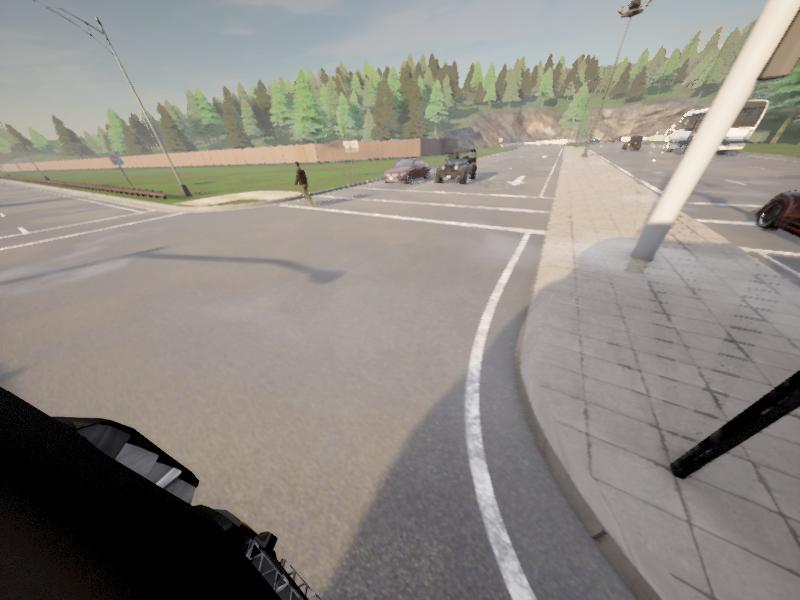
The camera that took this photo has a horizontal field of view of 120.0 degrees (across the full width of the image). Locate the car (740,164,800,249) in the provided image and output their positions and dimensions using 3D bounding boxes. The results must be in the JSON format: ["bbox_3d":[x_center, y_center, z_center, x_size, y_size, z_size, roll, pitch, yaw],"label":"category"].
[{"bbox_3d":[9.529,-1.570,4.325,1.994,1.385,4.181,16,38,26],"label":"car"}]

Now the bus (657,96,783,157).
[{"bbox_3d":[33.153,-18.323,25.032,3.944,4.253,10.273,16,38,26],"label":"bus"}]

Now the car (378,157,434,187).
[{"bbox_3d":[0.595,-9.222,16.452,1.812,1.442,4.674,16,38,26],"label":"car"}]

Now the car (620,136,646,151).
[{"bbox_3d":[37.745,-25.431,37.481,1.905,1.878,3.866,16,38,26],"label":"car"}]

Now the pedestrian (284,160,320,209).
[{"bbox_3d":[-4.283,-5.093,10.240,0.751,1.860,0.751,4,34,10],"label":"pedestrian"}]

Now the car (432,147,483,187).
[{"bbox_3d":[3.817,-8.747,15.083,1.905,1.878,3.866,16,38,26],"label":"car"}]
